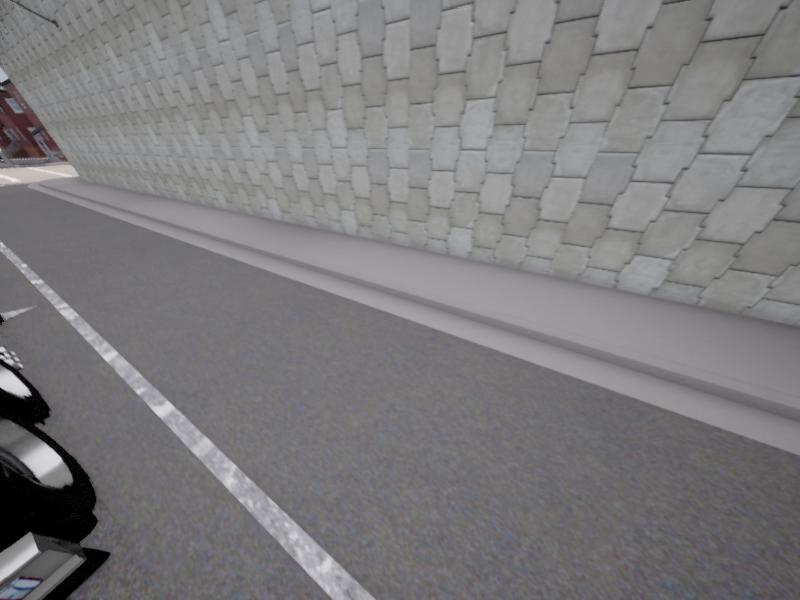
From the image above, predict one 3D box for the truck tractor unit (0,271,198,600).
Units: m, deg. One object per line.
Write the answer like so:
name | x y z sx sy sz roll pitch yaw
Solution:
truck tractor unit | -5.121 -0.292 0.763 6.516 4.208 3.053 18 39 24
